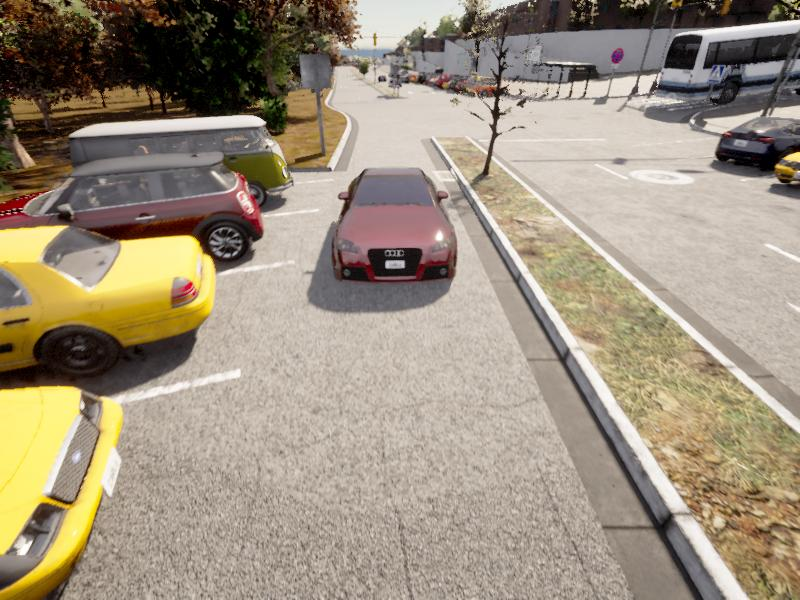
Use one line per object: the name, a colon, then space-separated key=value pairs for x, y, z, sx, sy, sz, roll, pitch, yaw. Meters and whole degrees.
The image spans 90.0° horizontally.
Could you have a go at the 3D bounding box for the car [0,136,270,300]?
car: x=-4.871 y=-1.593 z=6.958 sx=4.553 sy=1.767 sz=2.185 roll=-12 pitch=32 yaw=-18

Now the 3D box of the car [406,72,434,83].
car: x=4.443 y=-48.785 z=87.603 sx=5.566 sy=2.045 sz=2.435 roll=-14 pitch=33 yaw=-24

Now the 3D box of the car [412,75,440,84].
car: x=5.406 y=-45.640 z=82.673 sx=5.366 sy=1.575 sz=1.946 roll=-14 pitch=33 yaw=-24

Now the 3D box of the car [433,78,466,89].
car: x=7.998 y=-35.070 z=64.645 sx=4.792 sy=1.488 sz=2.163 roll=-14 pitch=33 yaw=-24

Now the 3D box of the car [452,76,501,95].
car: x=9.865 y=-27.740 z=51.627 sx=5.566 sy=2.045 sz=2.435 roll=-14 pitch=34 yaw=-23

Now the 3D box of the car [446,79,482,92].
car: x=9.129 y=-30.524 z=56.936 sx=4.674 sy=1.452 sz=2.002 roll=-14 pitch=33 yaw=-24

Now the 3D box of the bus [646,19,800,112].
bus: x=22.885 y=-15.569 z=26.342 sx=10.273 sy=4.253 sz=3.944 roll=-8 pitch=33 yaw=-3

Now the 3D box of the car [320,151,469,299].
car: x=-0.126 y=-1.685 z=7.508 sx=1.994 sy=1.385 sz=4.181 roll=-1 pitch=30 yaw=-1

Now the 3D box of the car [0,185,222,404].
car: x=-5.010 y=0.051 z=4.400 sx=5.366 sy=1.575 sz=1.946 roll=-12 pitch=32 yaw=-17

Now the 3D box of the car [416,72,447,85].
car: x=6.047 y=-42.830 z=77.344 sx=5.566 sy=2.045 sz=2.435 roll=-14 pitch=33 yaw=-24

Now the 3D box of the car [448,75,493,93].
car: x=9.540 y=-29.270 z=54.230 sx=5.566 sy=2.045 sz=2.435 roll=-14 pitch=33 yaw=-23

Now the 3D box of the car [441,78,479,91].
car: x=8.915 y=-32.114 z=59.558 sx=5.366 sy=1.575 sz=1.946 roll=-14 pitch=33 yaw=-24

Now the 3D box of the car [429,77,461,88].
car: x=7.592 y=-36.591 z=67.181 sx=4.892 sy=1.521 sz=2.231 roll=-14 pitch=34 yaw=-24

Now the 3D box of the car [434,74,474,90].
car: x=8.390 y=-33.803 z=61.936 sx=5.566 sy=2.045 sz=2.435 roll=-14 pitch=33 yaw=-24

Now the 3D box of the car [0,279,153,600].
car: x=-4.619 y=1.473 z=1.960 sx=5.366 sy=1.575 sz=1.946 roll=-11 pitch=32 yaw=-17

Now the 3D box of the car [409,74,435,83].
car: x=4.689 y=-47.046 z=85.091 sx=5.366 sy=1.575 sz=1.946 roll=-14 pitch=33 yaw=-24

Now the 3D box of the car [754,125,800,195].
car: x=13.100 y=-4.031 z=11.287 sx=5.366 sy=1.575 sz=1.946 roll=-11 pitch=33 yaw=-19

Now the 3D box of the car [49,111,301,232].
car: x=-4.880 y=-3.193 z=9.490 sx=4.442 sy=1.987 sz=1.878 roll=-12 pitch=32 yaw=-18

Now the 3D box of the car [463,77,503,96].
car: x=10.148 y=-26.184 z=49.033 sx=4.442 sy=1.987 sz=1.878 roll=-14 pitch=34 yaw=-23

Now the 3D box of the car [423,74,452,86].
car: x=6.775 y=-39.705 z=72.241 sx=4.553 sy=1.767 sz=2.185 roll=-14 pitch=33 yaw=-24

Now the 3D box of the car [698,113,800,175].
car: x=13.348 y=-5.539 z=13.940 sx=4.792 sy=1.488 sz=2.163 roll=-11 pitch=32 yaw=-20

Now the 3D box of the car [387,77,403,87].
car: x=-0.912 y=-38.078 z=69.910 sx=2.033 sy=1.411 sz=5.357 roll=-4 pitch=31 yaw=-6

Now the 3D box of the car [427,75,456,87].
car: x=7.226 y=-38.212 z=69.694 sx=4.553 sy=1.767 sz=2.185 roll=-14 pitch=34 yaw=-24

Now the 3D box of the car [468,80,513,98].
car: x=10.563 y=-24.601 z=46.542 sx=4.553 sy=1.767 sz=2.185 roll=-14 pitch=33 yaw=-23
